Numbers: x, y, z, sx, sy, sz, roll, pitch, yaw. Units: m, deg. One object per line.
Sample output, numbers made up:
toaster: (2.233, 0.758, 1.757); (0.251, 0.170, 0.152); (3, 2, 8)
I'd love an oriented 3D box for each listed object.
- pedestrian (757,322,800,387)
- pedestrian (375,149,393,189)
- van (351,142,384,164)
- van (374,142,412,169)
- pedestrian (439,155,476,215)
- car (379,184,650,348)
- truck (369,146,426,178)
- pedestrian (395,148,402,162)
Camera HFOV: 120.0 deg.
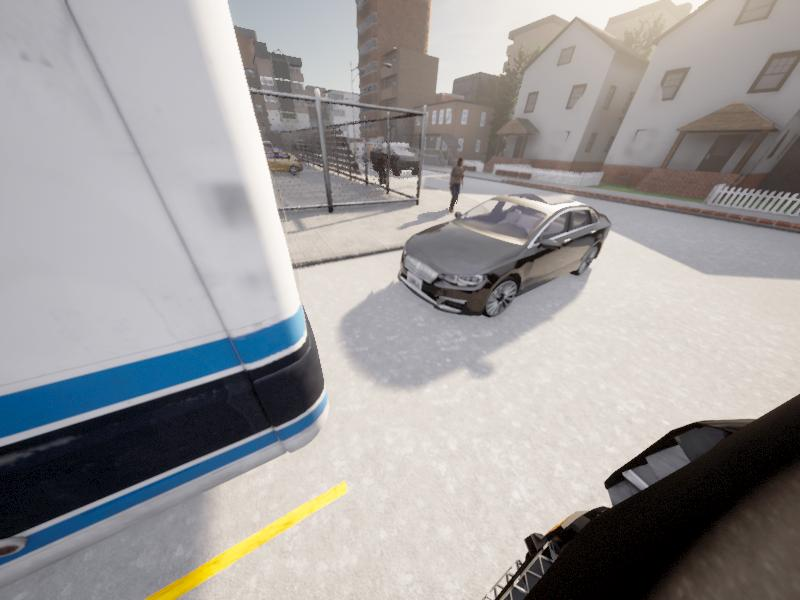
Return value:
pedestrian: (5.127, 0.240, 2.232); (0.751, 1.860, 0.751); (10, 34, 11)
pedestrian: (-0.919, -7.392, 13.069); (0.751, 1.860, 0.751); (-15, 38, -25)
van: (-4.979, -22.138, 34.660); (2.351, 2.431, 6.366); (-16, 38, -26)
van: (-1.005, -18.124, 28.820); (1.988, 2.561, 5.915); (-16, 38, -26)
pedestrian: (2.037, -4.172, 8.449); (0.751, 1.860, 0.751); (-6, 35, -13)
car: (2.265, -1.188, 4.524); (4.902, 1.511, 2.128); (-18, 39, -29)
truck: (-0.451, -12.835, 21.302); (2.390, 2.098, 6.274); (-16, 38, -25)
pedestrian: (-0.214, -23.114, 36.750); (0.751, 1.860, 0.751); (-14, 37, -23)
